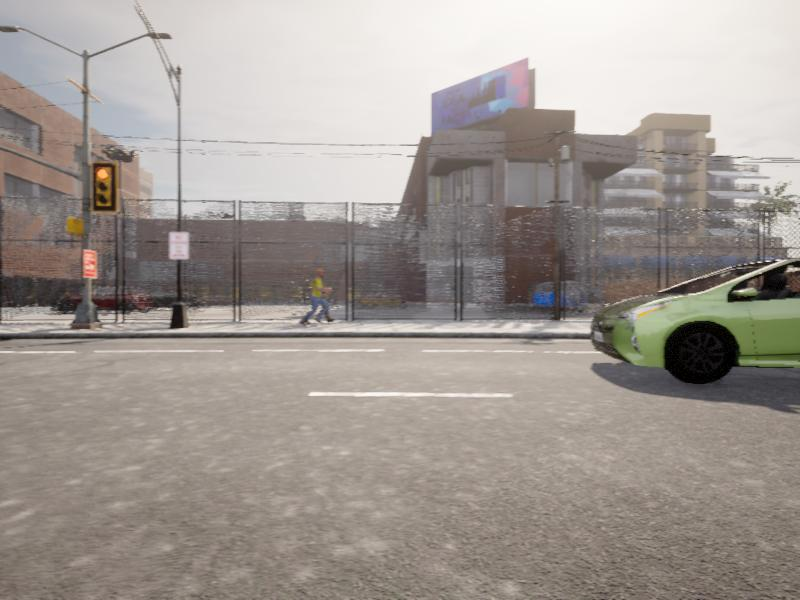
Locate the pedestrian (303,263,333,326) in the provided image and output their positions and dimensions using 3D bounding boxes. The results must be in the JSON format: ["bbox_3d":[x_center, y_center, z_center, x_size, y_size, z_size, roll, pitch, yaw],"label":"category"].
[{"bbox_3d":[-2.479,-0.151,12.172,0.751,1.860,0.751,0,0,2],"label":"pedestrian"}]

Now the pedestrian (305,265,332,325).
[{"bbox_3d":[-2.598,-0.153,12.804,0.751,1.860,0.751,0,0,-4],"label":"pedestrian"}]

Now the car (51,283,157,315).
[{"bbox_3d":[-17.222,-0.077,23.508,4.553,1.767,2.185,0,0,-4],"label":"car"}]

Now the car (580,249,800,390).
[{"bbox_3d":[5.012,0.216,5.222,4.514,1.525,2.007,0,0,11],"label":"car"}]

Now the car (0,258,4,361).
[{"bbox_3d":[-8.827,0.156,5.396,4.856,1.649,2.033,0,0,-2],"label":"car"}]
